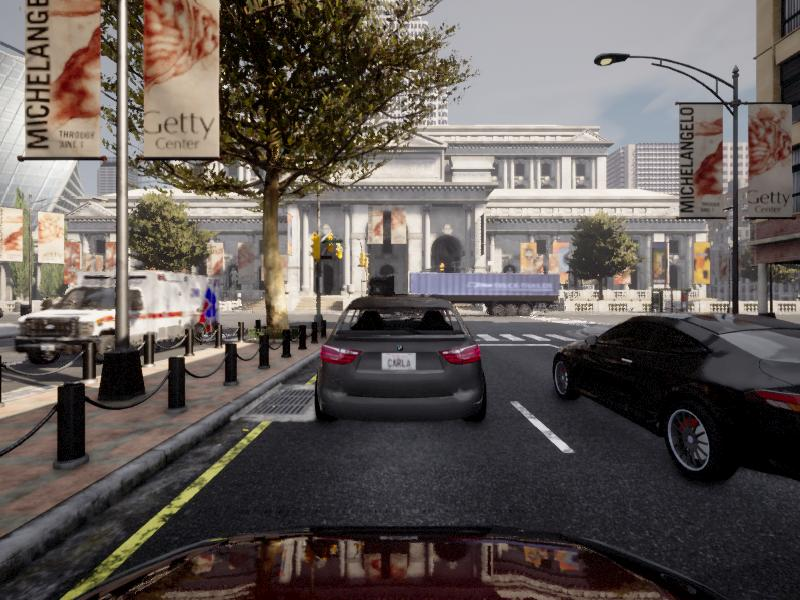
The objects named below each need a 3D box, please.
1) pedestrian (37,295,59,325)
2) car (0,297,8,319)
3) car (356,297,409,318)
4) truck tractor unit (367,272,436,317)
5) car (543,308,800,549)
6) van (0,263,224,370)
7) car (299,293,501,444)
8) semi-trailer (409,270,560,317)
[{"bbox_3d":[-22.405,0.637,25.472,0.751,1.860,0.751,0,0,-2],"label":"pedestrian"},{"bbox_3d":[-34.757,0.644,32.519,3.866,1.878,1.905,0,0,0],"label":"car"},{"bbox_3d":[-1.507,0.654,35.797,4.605,1.855,1.932,0,0,0],"label":"car"},{"bbox_3d":[0.118,-0.522,39.285,6.516,4.208,3.053,0,0,0],"label":"truck tractor unit"},{"bbox_3d":[3.472,0.870,4.859,1.812,1.442,4.674,0,0,0],"label":"car"},{"bbox_3d":[-7.982,0.378,12.269,2.351,2.431,6.366,0,0,0],"label":"van"},{"bbox_3d":[0.019,0.756,6.742,2.242,1.667,4.611,0,0,0],"label":"car"},{"bbox_3d":[8.032,-0.617,39.234,14.254,4.402,2.717,0,0,0],"label":"semi-trailer"}]
